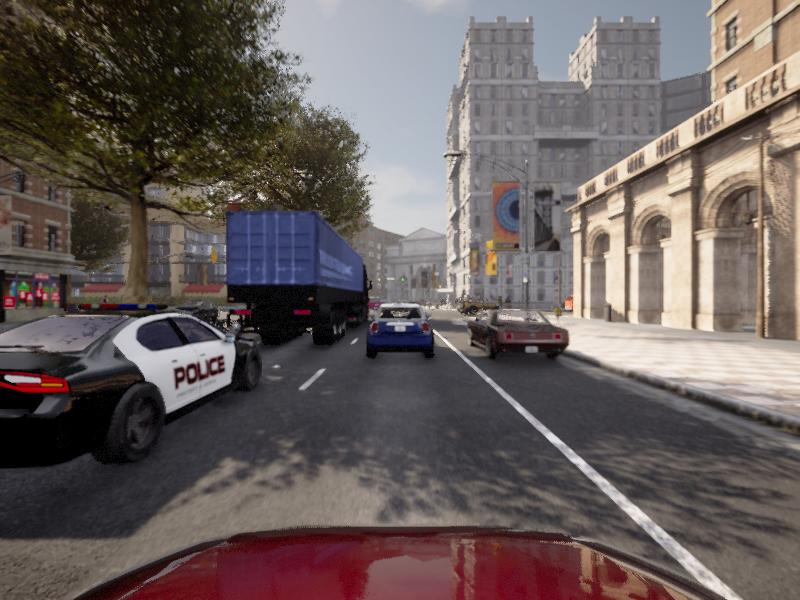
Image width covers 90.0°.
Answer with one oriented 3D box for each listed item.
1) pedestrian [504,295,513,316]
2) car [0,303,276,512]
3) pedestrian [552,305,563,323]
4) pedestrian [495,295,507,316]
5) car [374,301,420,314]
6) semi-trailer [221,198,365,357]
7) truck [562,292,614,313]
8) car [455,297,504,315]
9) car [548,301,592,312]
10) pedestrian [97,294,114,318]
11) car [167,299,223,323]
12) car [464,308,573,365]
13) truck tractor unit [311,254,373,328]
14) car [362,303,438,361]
[{"bbox_3d":[9.650,0.469,35.623,0.751,1.860,0.751,0,0,9],"label":"pedestrian"},{"bbox_3d":[-3.499,0.823,5.489,2.038,1.542,4.974,0,0,0],"label":"car"},{"bbox_3d":[9.564,0.854,24.302,0.500,1.100,0.500,0,0,12],"label":"pedestrian"},{"bbox_3d":[9.060,0.469,35.923,0.751,1.860,0.751,0,0,-15],"label":"pedestrian"},{"bbox_3d":[-0.315,0.825,45.824,4.892,1.490,1.837,0,0,-19],"label":"car"},{"bbox_3d":[-3.587,-0.625,18.220,2.717,4.402,14.254,0,0,0],"label":"semi-trailer"},{"bbox_3d":[23.038,0.340,49.143,5.204,2.467,2.627,0,0,-1],"label":"truck"},{"bbox_3d":[8.224,0.632,41.195,4.605,1.855,1.932,1,-2,-20],"label":"car"},{"bbox_3d":[22.326,0.822,52.632,4.892,1.490,1.837,0,0,0],"label":"car"},{"bbox_3d":[-22.731,0.472,30.899,0.751,1.860,0.751,0,0,-3],"label":"pedestrian"},{"bbox_3d":[-15.107,0.764,29.764,2.033,1.649,4.856,1,0,-5],"label":"car"},{"bbox_3d":[3.250,0.933,12.095,1.895,1.301,4.718,0,0,0],"label":"car"},{"bbox_3d":[-3.552,-0.531,26.133,3.053,4.208,6.516,0,0,1],"label":"truck tractor unit"},{"bbox_3d":[0.003,0.848,12.368,1.970,1.475,3.806,0,0,0],"label":"car"}]
